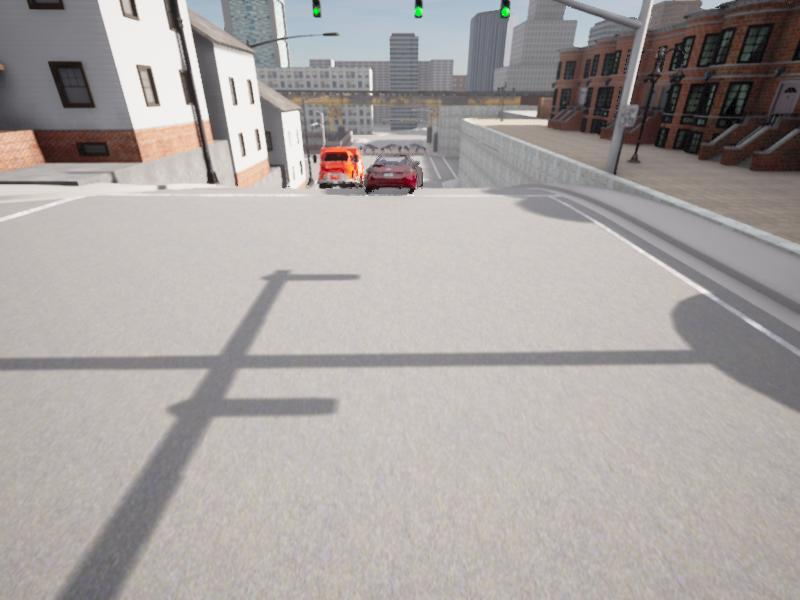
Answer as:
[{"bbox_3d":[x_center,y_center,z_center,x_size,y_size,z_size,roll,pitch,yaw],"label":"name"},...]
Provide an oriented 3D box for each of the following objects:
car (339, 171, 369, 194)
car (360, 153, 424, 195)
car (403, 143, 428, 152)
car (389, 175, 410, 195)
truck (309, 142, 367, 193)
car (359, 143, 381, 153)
[{"bbox_3d":[-3.507,-9.101,31.203,1.816,1.474,4.193,-1,14,0],"label":"car"},{"bbox_3d":[-0.177,-5.151,16.143,1.994,1.385,4.181,2,20,6],"label":"car"},{"bbox_3d":[3.385,-33.796,88.496,4.974,1.542,2.038,14,30,26],"label":"car"},{"bbox_3d":[-0.009,-11.652,40.766,1.932,1.855,4.605,0,15,1],"label":"car"},{"bbox_3d":[-3.549,-7.872,24.296,2.627,2.467,5.204,-1,14,0],"label":"truck"},{"bbox_3d":[-6.595,-33.461,87.854,4.974,1.542,2.038,24,35,38],"label":"car"}]
